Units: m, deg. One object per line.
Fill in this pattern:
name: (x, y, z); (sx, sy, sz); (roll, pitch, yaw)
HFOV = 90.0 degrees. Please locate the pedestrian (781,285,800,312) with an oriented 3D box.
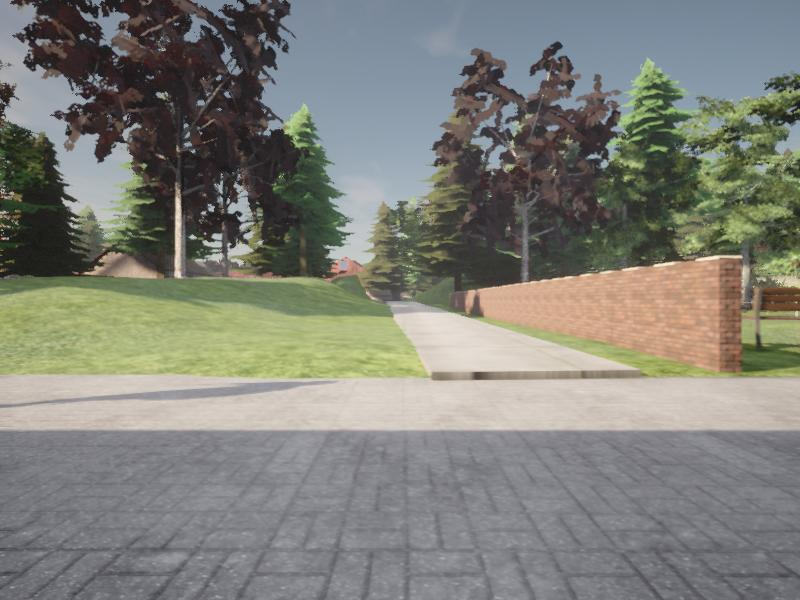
pedestrian: (27.575, -0.098, 28.179); (0.751, 1.860, 0.751); (0, 0, 2)

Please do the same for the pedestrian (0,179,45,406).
pedestrian: (-3.644, -0.063, 3.304); (0.751, 1.860, 0.751); (0, 0, 6)

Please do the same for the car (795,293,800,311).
car: (36.753, 0.169, 34.504); (1.789, 1.549, 3.705); (0, 0, 0)

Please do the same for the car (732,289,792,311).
car: (32.767, 0.007, 36.364); (1.905, 1.878, 3.866); (0, 0, 0)
